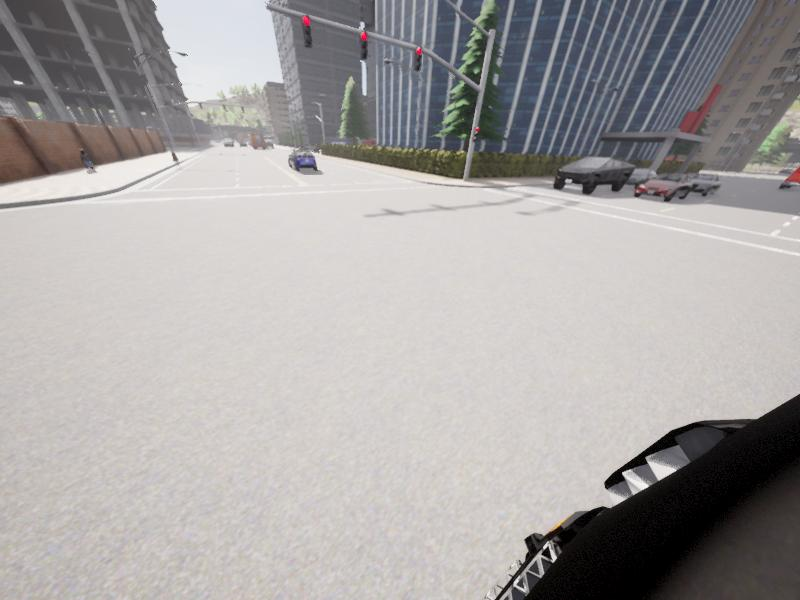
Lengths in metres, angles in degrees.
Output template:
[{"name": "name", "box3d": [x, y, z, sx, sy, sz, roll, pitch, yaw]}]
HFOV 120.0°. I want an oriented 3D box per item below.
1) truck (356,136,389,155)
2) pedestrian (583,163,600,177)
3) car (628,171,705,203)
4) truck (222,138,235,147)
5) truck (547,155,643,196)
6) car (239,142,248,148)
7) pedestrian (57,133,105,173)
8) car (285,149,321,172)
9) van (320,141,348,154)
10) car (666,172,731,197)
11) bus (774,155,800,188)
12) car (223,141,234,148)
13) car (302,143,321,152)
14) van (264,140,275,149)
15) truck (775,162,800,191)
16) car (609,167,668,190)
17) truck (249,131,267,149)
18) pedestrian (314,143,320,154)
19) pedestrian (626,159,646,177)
[{"name": "truck", "box3d": [-7.395, -41.975, 62.934, 8.468, 3.827, 2.891, -16, 38, -26]}, {"name": "pedestrian", "box3d": [21.010, -14.264, 25.371, 0.751, 1.300, 0.751, -9, 35, -17]}, {"name": "car", "box3d": [17.073, -7.311, 14.807, 4.193, 1.474, 1.816, -16, 38, -26]}, {"name": "truck", "box3d": [-50.476, -46.580, 68.158, 2.390, 2.098, 6.274, -16, 38, -26]}, {"name": "truck", "box3d": [13.786, -8.871, 16.337, 6.274, 2.098, 2.390, -16, 38, -26]}, {"name": "car", "box3d": [-44.944, -44.609, 66.336, 1.895, 1.301, 4.718, -16, 38, -26]}, {"name": "pedestrian", "box3d": [-18.069, -8.356, 13.163, 0.751, 1.860, 0.751, -19, 39, -29]}, {"name": "car", "box3d": [-8.893, -12.717, 21.015, 2.007, 1.525, 4.514, -16, 38, -26]}, {"name": "van", "box3d": [-16.648, -38.707, 58.594, 6.366, 2.431, 2.351, -16, 38, -26]}, {"name": "car", "box3d": [23.128, -8.998, 17.889, 4.181, 1.385, 1.994, -17, 38, -27]}, {"name": "bus", "box3d": [51.478, -16.088, 28.056, 10.273, 4.253, 3.944, -16, 38, -26]}, {"name": "car", "box3d": [-46.059, -41.883, 62.072, 2.033, 1.411, 5.357, -16, 38, -26]}, {"name": "car", "box3d": [-22.629, -38.979, 59.063, 3.866, 1.878, 1.905, -16, 38, -26]}, {"name": "van", "box3d": [-40.034, -47.797, 70.832, 2.069, 2.038, 4.480, -16, 38, -26]}, {"name": "truck", "box3d": [43.197, -12.924, 24.288, 5.204, 2.467, 2.627, -16, 38, -26]}, {"name": "car", "box3d": [20.579, -10.537, 19.937, 4.674, 1.442, 1.812, -16, 38, -26]}, {"name": "truck", "box3d": [-38.418, -43.104, 62.293, 2.891, 3.827, 8.468, -16, 38, -26]}, {"name": "pedestrian", "box3d": [-16.334, -29.848, 45.532, 0.751, 1.860, 0.751, -11, 36, -20]}, {"name": "pedestrian", "box3d": [28.967, -16.231, 28.416, 0.751, 1.860, 0.751, -6, 35, -13]}]
